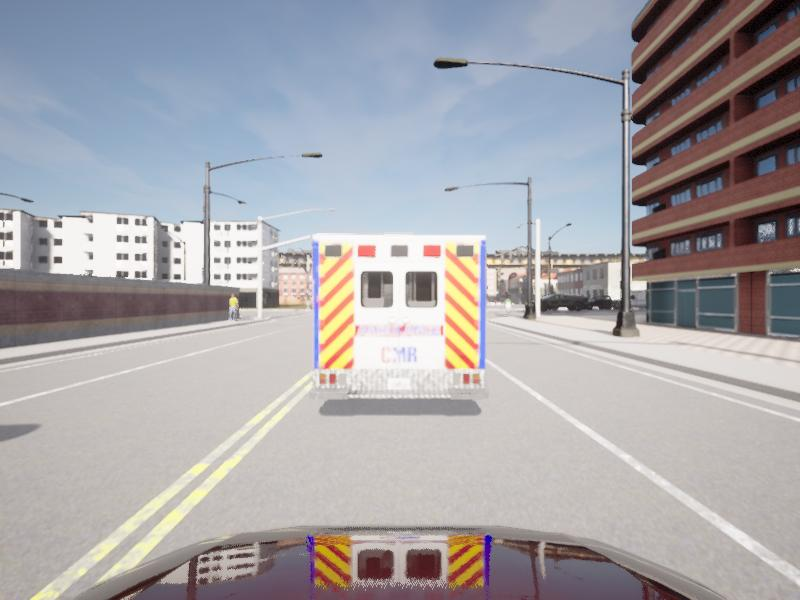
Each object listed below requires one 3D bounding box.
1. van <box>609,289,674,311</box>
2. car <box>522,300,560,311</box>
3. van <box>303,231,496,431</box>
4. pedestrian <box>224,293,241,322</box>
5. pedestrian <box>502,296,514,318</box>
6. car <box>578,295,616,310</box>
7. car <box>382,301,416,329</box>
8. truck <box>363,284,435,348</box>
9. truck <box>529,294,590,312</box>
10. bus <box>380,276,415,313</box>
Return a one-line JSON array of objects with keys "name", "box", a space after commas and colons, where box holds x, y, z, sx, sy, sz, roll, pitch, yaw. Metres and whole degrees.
[{"name": "van", "box": [28.838, 0.032, 47.965, 6.366, 2.431, 2.351, -1, 0, 1]}, {"name": "car", "box": [18.199, 0.721, 51.656, 4.181, 1.385, 1.994, -1, 0, 1]}, {"name": "van", "box": [-0.017, 0.371, 8.051, 2.351, 2.431, 6.366, 0, 0, 0]}, {"name": "pedestrian", "box": [-10.738, 0.464, 25.710, 0.751, 1.860, 0.751, 0, 0, 4]}, {"name": "pedestrian", "box": [9.193, 0.555, 34.055, 0.751, 1.860, 0.751, 0, 0, -3]}, {"name": "car", "box": [25.309, 0.357, 51.529, 3.866, 1.878, 1.905, -1, 0, 1]}, {"name": "car", "box": [-0.048, 0.806, 23.274, 1.845, 1.501, 3.633, 0, 0, 0]}, {"name": "truck", "box": [-0.036, 0.528, 16.290, 2.390, 2.098, 6.274, 0, 0, 0]}, {"name": "truck", "box": [19.110, 0.343, 48.139, 6.274, 2.098, 2.390, -1, 0, 1]}, {"name": "bus", "box": [-0.250, -0.608, 50.773, 3.944, 4.253, 10.273, 0, 0, 0]}]
